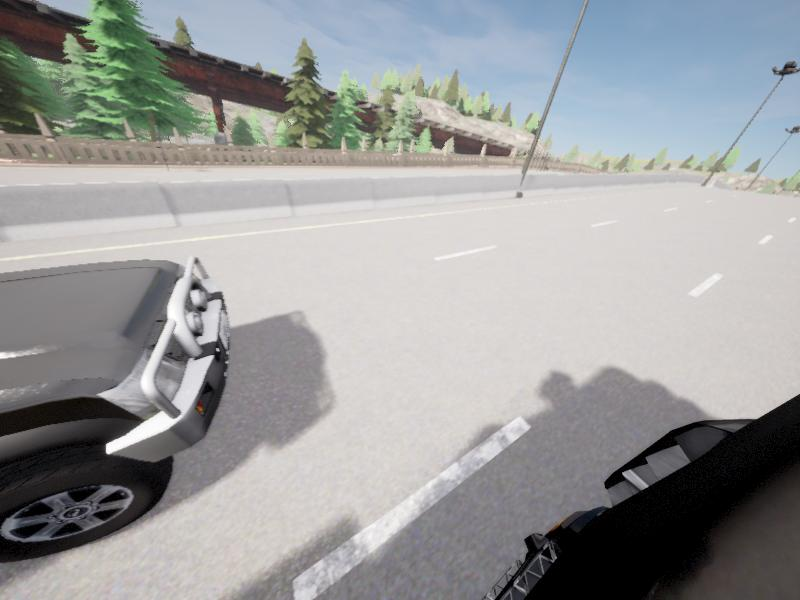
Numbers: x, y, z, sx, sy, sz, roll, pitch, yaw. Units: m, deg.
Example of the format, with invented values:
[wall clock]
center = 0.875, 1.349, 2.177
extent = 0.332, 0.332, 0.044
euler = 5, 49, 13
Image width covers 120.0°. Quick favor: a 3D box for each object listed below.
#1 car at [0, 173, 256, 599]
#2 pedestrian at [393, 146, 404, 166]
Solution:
[car]
center = -3.565, 0.662, 0.975
extent = 4.605, 1.855, 1.932
euler = -16, 38, -26
[pedestrian]
center = -0.147, -16.481, 26.522
extent = 0.751, 1.860, 0.751
euler = -10, 35, -30
